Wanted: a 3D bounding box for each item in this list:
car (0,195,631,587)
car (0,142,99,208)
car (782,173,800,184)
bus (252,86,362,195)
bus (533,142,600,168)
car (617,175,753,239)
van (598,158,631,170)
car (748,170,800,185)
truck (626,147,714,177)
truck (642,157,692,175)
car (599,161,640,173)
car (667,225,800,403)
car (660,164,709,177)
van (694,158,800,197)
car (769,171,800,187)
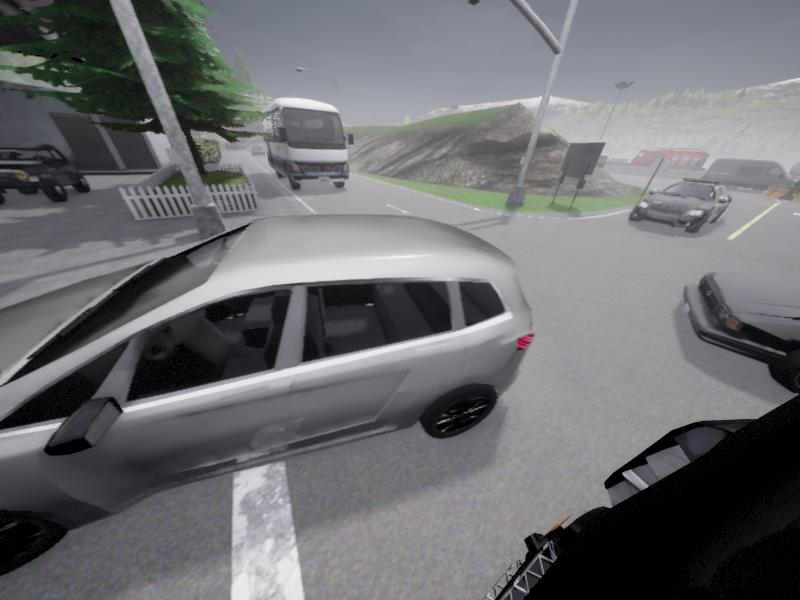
[{"bbox_3d":[-1.113,0.167,2.159,4.611,1.667,2.242,-6,34,-16],"label":"car"},{"bbox_3d":[-14.732,-5.098,9.198,1.905,1.878,3.866,-18,39,-27],"label":"car"},{"bbox_3d":[58.547,-16.954,32.570,1.895,1.301,4.718,-17,38,-27],"label":"car"},{"bbox_3d":[-6.551,-10.297,15.417,3.944,4.253,10.273,-17,38,-27],"label":"bus"},{"bbox_3d":[35.952,-31.805,50.633,3.944,4.253,10.273,-17,38,-27],"label":"bus"},{"bbox_3d":[11.145,-3.820,9.025,4.974,1.542,2.038,-18,39,-28],"label":"car"},{"bbox_3d":[45.757,-29.197,49.448,1.775,1.987,4.442,-17,38,-27],"label":"van"},{"bbox_3d":[54.250,-17.301,32.717,2.033,1.411,5.357,-17,38,-27],"label":"car"},{"bbox_3d":[44.918,-23.374,38.991,2.891,3.827,8.468,-17,38,-27],"label":"truck"},{"bbox_3d":[50.123,-25.329,43.506,2.627,2.467,5.204,-17,38,-27],"label":"truck"},{"bbox_3d":[39.321,-23.881,41.471,1.837,1.490,4.892,-17,39,-27],"label":"car"},{"bbox_3d":[6.505,0.835,1.981,5.357,1.411,2.033,28,41,33],"label":"car"},{"bbox_3d":[48.911,-22.340,39.803,2.128,1.511,4.902,-17,38,-27],"label":"car"},{"bbox_3d":[33.073,-11.642,21.728,1.988,2.561,5.915,-17,38,-27],"label":"van"},{"bbox_3d":[52.416,-15.390,29.553,1.801,1.575,5.366,-17,38,-27],"label":"car"}]
